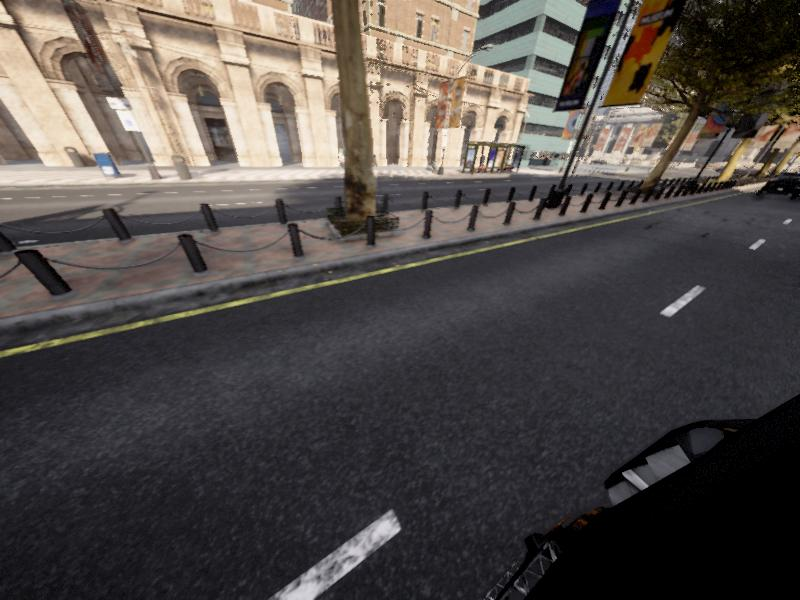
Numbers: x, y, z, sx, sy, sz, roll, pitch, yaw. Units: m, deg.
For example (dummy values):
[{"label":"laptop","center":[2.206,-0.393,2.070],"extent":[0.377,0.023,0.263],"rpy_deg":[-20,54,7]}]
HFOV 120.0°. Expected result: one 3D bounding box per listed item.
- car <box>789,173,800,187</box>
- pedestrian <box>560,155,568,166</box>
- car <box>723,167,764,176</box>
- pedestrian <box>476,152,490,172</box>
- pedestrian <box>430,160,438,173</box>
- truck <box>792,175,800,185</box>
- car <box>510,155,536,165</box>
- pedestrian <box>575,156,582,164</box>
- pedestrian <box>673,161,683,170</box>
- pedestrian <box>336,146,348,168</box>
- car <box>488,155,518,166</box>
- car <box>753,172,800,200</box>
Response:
[{"label":"car","center":[49.951,-14.572,28.112],"extent":[3.806,1.475,1.970],"rpy_deg":[-16,38,-26]},{"label":"pedestrian","center":[33.534,-28.440,47.235],"extent":[0.751,1.860,0.751],"rpy_deg":[17,36,21]},{"label":"car","center":[72.254,-27.085,48.627],"extent":[5.357,1.411,2.033],"rpy_deg":[-1,34,-5]},{"label":"pedestrian","center":[9.190,-15.259,25.632],"extent":[0.751,1.860,0.751],"rpy_deg":[-16,38,-26]},{"label":"pedestrian","center":[3.302,-13.065,22.597],"extent":[0.500,1.100,0.500],"rpy_deg":[-16,38,-26]},{"label":"truck","center":[57.018,-17.018,31.397],"extent":[5.204,2.467,2.627],"rpy_deg":[-16,38,-26]},{"label":"car","center":[26.598,-30.265,49.926],"extent":[4.902,1.511,2.128],"rpy_deg":[-16,38,-26]},{"label":"pedestrian","center":[50.188,-39.366,64.896],"extent":[0.751,1.860,0.751],"rpy_deg":[-15,37,-25]},{"label":"pedestrian","center":[73.727,-35.692,61.271],"extent":[0.751,1.860,0.751],"rpy_deg":[-15,37,-24]},{"label":"pedestrian","center":[-5.742,-14.139,22.897],"extent":[0.751,1.860,0.751],"rpy_deg":[-16,38,-26]},{"label":"car","center":[18.649,-25.305,41.955],"extent":[4.786,1.482,2.161],"rpy_deg":[-16,38,-26]},{"label":"car","center":[31.182,-9.238,18.597],"extent":[5.238,1.638,1.930],"rpy_deg":[-16,38,-26]}]
